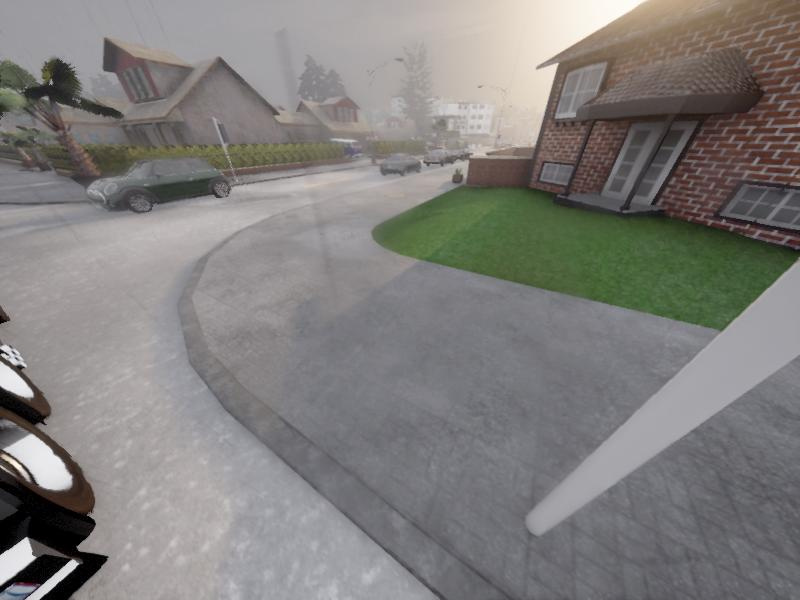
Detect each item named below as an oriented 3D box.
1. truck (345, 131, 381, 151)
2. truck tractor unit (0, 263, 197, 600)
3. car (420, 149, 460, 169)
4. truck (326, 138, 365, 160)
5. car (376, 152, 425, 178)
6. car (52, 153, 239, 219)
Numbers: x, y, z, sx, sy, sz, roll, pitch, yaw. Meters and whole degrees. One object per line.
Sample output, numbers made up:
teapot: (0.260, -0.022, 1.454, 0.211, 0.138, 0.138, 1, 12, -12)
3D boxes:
truck: (-9.144, -39.465, 57.364, 8.468, 3.827, 2.891, 18, 39, 24)
truck tractor unit: (-5.108, -0.305, 0.776, 6.516, 4.208, 3.053, 19, 39, 24)
car: (4.157, -14.535, 23.601, 2.033, 1.411, 5.357, 18, 39, 24)
truck: (-7.050, -19.589, 29.902, 4.478, 2.038, 2.069, 20, 40, 23)
car: (0.159, -10.604, 18.015, 1.994, 1.385, 4.181, 16, 38, 22)
car: (-9.980, -5.024, 9.724, 2.097, 1.767, 4.553, 15, 38, 21)
